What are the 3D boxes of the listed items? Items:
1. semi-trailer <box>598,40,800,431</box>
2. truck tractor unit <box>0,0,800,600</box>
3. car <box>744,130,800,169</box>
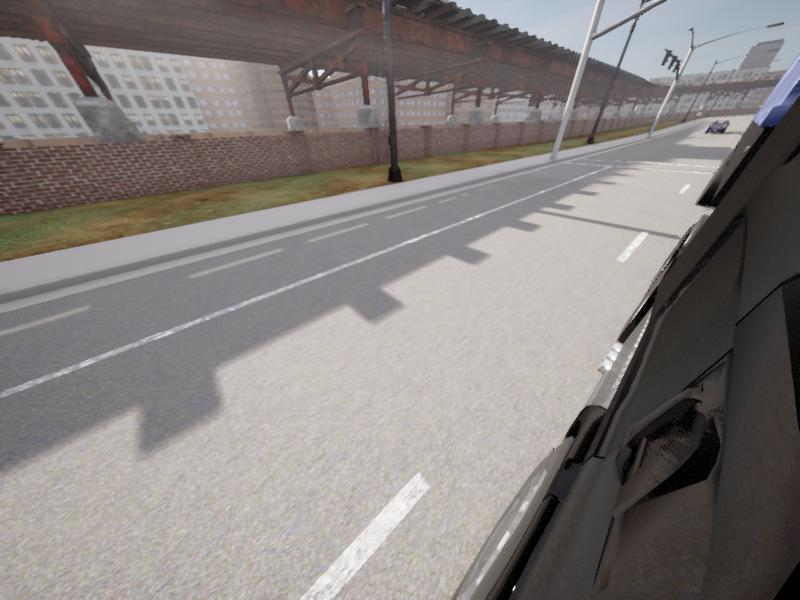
[{"bbox_3d":[8.702,-3.581,4.255,14.254,4.402,2.717,-28,44,-30],"label":"semi-trailer"},{"bbox_3d":[2.645,-0.295,0.351,6.516,4.208,3.053,-28,44,-30],"label":"truck tractor unit"},{"bbox_3d":[20.677,-7.591,11.513,4.181,1.385,1.994,-9,37,-9],"label":"car"}]
